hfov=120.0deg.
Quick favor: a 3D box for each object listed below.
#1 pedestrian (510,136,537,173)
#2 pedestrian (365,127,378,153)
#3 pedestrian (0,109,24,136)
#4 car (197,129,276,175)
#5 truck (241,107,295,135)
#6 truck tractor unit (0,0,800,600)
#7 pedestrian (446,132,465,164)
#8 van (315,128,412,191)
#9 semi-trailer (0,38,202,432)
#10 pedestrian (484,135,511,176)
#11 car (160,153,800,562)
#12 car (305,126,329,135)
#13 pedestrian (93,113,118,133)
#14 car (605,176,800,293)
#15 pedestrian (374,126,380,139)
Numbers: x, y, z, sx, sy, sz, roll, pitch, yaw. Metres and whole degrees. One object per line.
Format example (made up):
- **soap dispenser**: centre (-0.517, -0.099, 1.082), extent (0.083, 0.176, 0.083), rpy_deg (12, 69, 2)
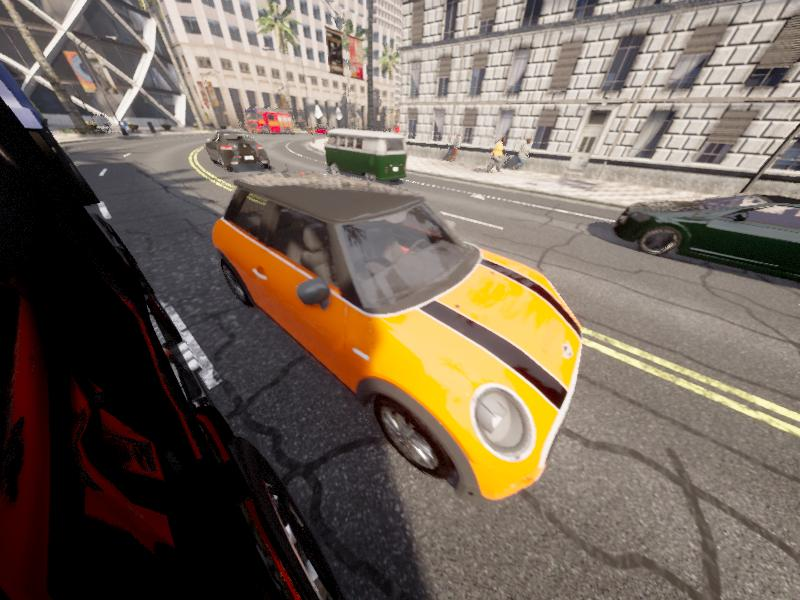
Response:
- **pedestrian**: centre (7.653, -8.997, 14.330), extent (0.751, 1.860, 0.751), rpy_deg (26, 43, 28)
- **pedestrian**: centre (-2.541, -14.198, 20.561), extent (0.751, 1.860, 0.751), rpy_deg (-28, 47, -35)
- **pedestrian**: centre (-34.264, -15.463, 20.083), extent (0.751, 1.860, 0.751), rpy_deg (25, 42, 27)
- **car**: centre (-9.132, -8.324, 12.781), extent (2.152, 1.651, 5.027), rpy_deg (-27, 46, -34)
- **truck**: centre (-24.390, -33.500, 43.438), extent (2.891, 3.827, 8.468), rpy_deg (15, 39, 16)
- **truck tractor unit**: centre (-2.645, -0.295, 0.351), extent (6.516, 4.208, 3.053), rpy_deg (28, 44, 30)
- **pedestrian**: centre (4.063, -11.087, 16.869), extent (0.751, 1.860, 0.751), rpy_deg (28, 44, 30)
- **van**: centre (-1.787, -6.771, 10.910), extent (4.442, 1.987, 1.775), rpy_deg (30, 44, 31)
- **semi-trailer**: centre (-8.728, -3.596, 4.181), extent (14.254, 4.402, 2.717), rpy_deg (28, 44, 29)
- **pedestrian**: centre (5.513, -8.184, 13.099), extent (0.751, 1.860, 0.751), rpy_deg (26, 42, 27)
- **car**: centre (-0.361, -0.428, 2.718), extent (4.553, 1.767, 2.097), rpy_deg (28, 43, 29)
- **car**: centre (-17.609, -36.169, 49.373), extent (2.007, 1.525, 4.514), rpy_deg (23, 41, 24)
- **pedestrian**: centre (-34.927, -21.008, 27.424), extent (0.751, 1.860, 0.751), rpy_deg (8, 37, 6)
- **car**: centre (7.501, -1.533, 5.081), extent (4.181, 1.385, 1.994), rpy_deg (28, 44, 29)
- **pedestrian**: centre (-4.219, -30.318, 41.920), extent (0.751, 1.860, 0.751), rpy_deg (14, 38, 14)
